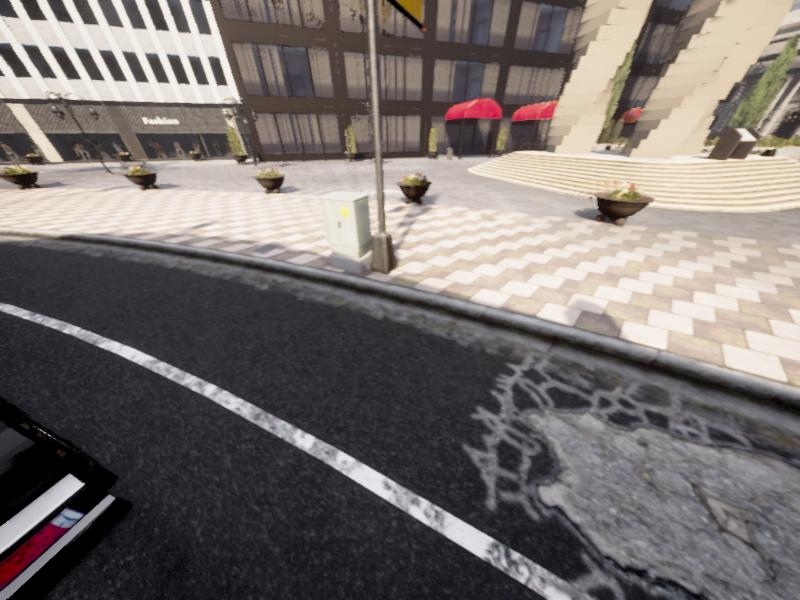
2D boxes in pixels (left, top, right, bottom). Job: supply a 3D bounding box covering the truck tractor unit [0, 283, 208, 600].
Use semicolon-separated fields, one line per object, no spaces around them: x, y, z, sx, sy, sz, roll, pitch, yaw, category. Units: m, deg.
-5.252;-0.128;0.532;6.516;4.208;3.053;12;37;16;truck tractor unit
